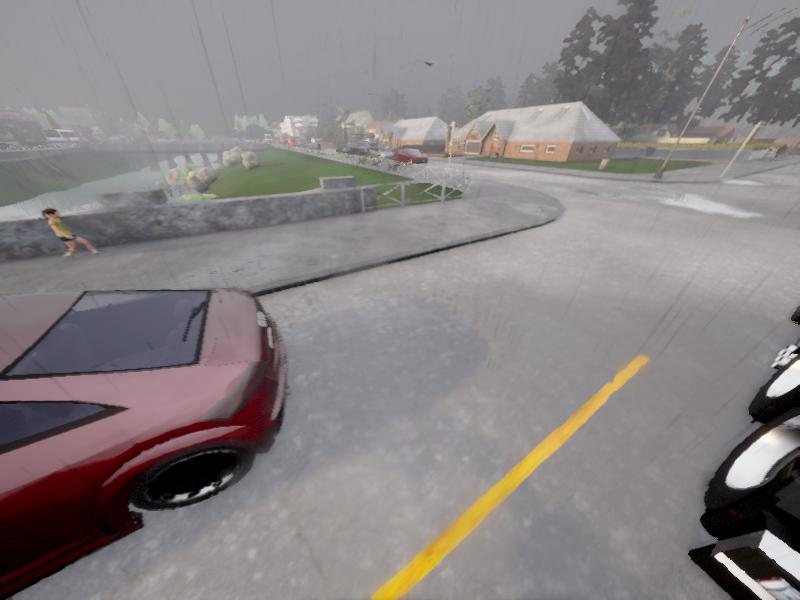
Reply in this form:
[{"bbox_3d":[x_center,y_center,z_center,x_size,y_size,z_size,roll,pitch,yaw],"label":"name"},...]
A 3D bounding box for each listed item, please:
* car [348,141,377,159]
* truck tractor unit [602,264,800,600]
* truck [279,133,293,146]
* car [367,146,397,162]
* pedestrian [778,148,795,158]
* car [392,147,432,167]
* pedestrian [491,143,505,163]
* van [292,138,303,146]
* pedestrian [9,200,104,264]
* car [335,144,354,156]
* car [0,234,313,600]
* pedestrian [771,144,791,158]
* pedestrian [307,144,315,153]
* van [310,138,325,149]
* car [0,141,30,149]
[{"bbox_3d":[-5.637,-22.246,34.115,2.150,2.045,5.566,-18,39,-24],"label":"car"},{"bbox_3d":[5.111,-0.300,0.786,6.516,4.208,3.053,-18,39,-24],"label":"truck tractor unit"},{"bbox_3d":[-42.482,-59.709,86.069,2.891,3.827,8.468,-18,39,-24],"label":"truck"},{"bbox_3d":[-2.416,-18.821,29.676,2.007,1.525,4.514,-18,39,-24],"label":"car"},{"bbox_3d":[59.634,-22.678,35.657,0.751,1.300,0.751,-26,43,-33],"label":"pedestrian"},{"bbox_3d":[1.131,-15.325,24.672,1.882,1.535,5.008,-18,39,-24],"label":"car"},{"bbox_3d":[10.865,-16.348,25.710,0.751,1.860,0.751,-18,39,-24],"label":"pedestrian"},{"bbox_3d":[-39.831,-61.082,89.283,2.351,2.431,6.366,-18,39,-24],"label":"van"},{"bbox_3d":[-6.945,-1.390,4.753,0.500,1.100,0.500,-18,39,-24],"label":"pedestrian"},{"bbox_3d":[-9.559,-25.974,39.823,1.851,1.617,3.988,-18,39,-24],"label":"car"},{"bbox_3d":[-3.077,0.889,1.501,4.181,1.385,1.994,-18,39,-24],"label":"car"},{"bbox_3d":[59.352,-23.247,35.982,0.751,1.860,0.751,-20,40,-27],"label":"pedestrian"},{"bbox_3d":[-16.470,-27.984,42.699,0.751,1.300,0.751,11,36,15],"label":"pedestrian"},{"bbox_3d":[-23.933,-45.234,66.645,2.351,2.431,6.366,-18,39,-24],"label":"van"},{"bbox_3d":[-91.159,-36.643,54.523,2.038,1.542,4.974,-18,39,-24],"label":"car"}]
